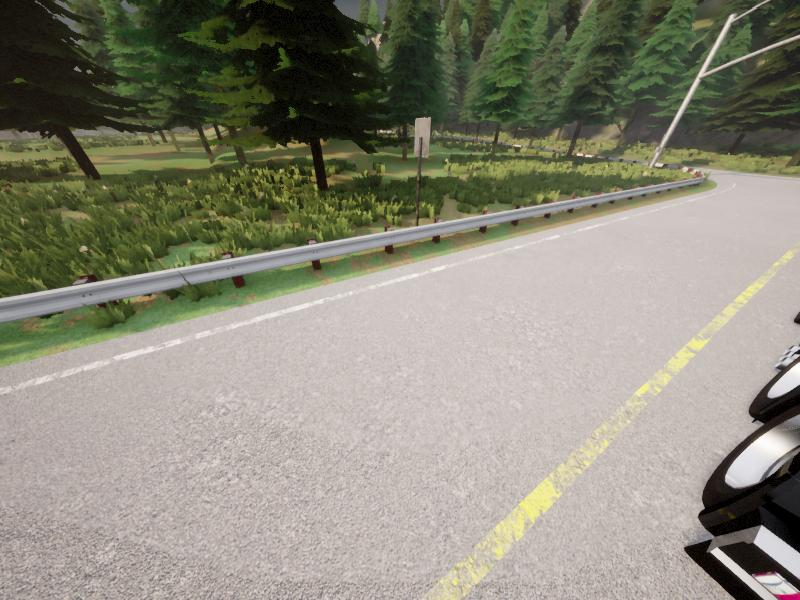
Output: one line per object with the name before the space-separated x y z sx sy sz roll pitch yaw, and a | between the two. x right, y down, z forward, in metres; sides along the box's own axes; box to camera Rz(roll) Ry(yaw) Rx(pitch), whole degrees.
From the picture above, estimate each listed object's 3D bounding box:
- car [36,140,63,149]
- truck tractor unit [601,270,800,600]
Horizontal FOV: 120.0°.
car | -87.392 -38.847 57.583 3.866 1.878 1.905 9 36 13
truck tractor unit | 5.120 -0.292 0.768 6.516 4.208 3.053 -18 39 -24
